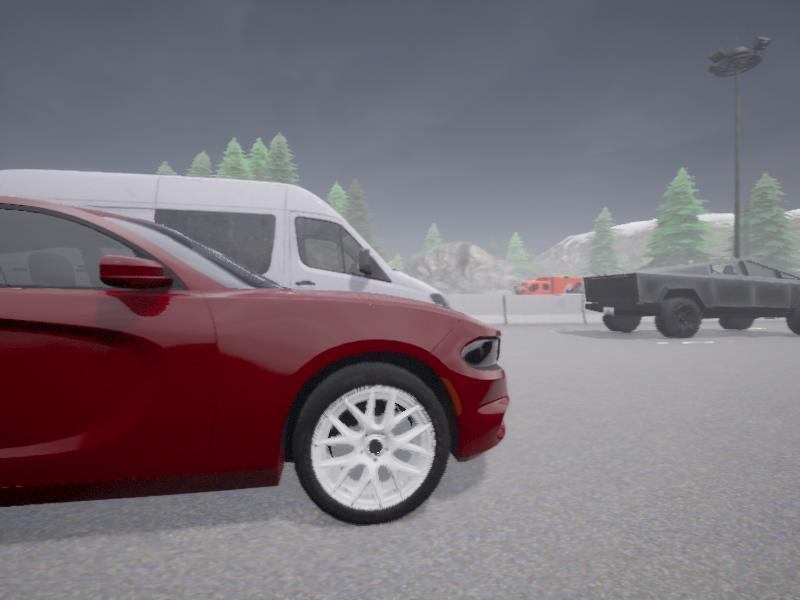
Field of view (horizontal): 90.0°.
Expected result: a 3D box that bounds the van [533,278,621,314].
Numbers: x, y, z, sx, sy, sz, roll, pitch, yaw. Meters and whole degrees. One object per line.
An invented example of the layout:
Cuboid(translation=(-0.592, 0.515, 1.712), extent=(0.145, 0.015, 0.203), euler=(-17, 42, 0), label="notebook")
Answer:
Cuboid(translation=(13.185, -0.304, 29.932), extent=(5.915, 2.561, 1.988), euler=(0, 0, -10), label="van")

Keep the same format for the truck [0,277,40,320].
Cuboid(translation=(-22.466, -0.068, 20.054), extent=(6.274, 2.098, 2.390), euler=(0, 0, -11), label="truck")

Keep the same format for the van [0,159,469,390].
Cuboid(translation=(-2.159, -0.283, 5.857), extent=(5.915, 2.561, 1.988), euler=(0, 0, -10), label="van")

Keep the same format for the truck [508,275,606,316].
Cuboid(translation=(10.033, -0.252, 25.811), extent=(5.204, 2.467, 2.627), euler=(1, 0, -10), label="truck")

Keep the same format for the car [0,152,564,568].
Cuboid(translation=(-1.862, 0.221, 2.359), extent=(5.008, 1.535, 1.882), euler=(0, 0, -10), label="car")

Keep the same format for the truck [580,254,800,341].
Cuboid(translation=(8.681, -0.067, 11.350), extent=(6.274, 2.098, 2.390), euler=(0, 0, -10), label="truck")

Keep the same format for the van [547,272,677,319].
Cuboid(translation=(11.866, -0.242, 22.586), extent=(6.366, 2.431, 2.351), euler=(0, 0, -10), label="van")
